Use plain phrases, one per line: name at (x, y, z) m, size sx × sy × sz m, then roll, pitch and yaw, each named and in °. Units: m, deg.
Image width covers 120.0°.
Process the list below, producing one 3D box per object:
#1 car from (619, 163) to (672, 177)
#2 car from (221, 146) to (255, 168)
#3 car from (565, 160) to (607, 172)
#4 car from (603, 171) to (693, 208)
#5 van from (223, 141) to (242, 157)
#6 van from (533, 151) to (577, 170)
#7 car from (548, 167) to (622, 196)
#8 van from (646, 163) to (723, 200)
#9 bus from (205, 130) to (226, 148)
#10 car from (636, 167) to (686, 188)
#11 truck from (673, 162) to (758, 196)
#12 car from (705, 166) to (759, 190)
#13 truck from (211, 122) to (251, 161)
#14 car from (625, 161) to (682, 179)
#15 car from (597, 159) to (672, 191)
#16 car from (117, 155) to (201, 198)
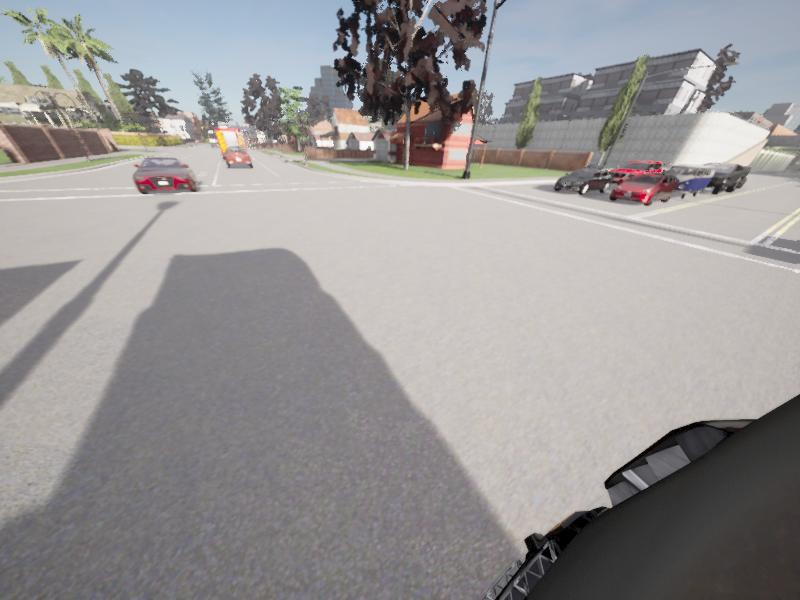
car at (37.153, -19.825, 35.117) m, size 2.128 × 1.511 × 4.902 m, roll -16°, pitch 38°, yaw -26°
car at (-16.127, -14.239, 22.949) m, size 2.152 × 1.651 × 5.027 m, roll -17°, pitch 38°, yaw -27°
car at (32.906, -23.899, 41.096) m, size 2.033 × 1.411 × 5.357 m, roll -16°, pitch 38°, yaw -26°
car at (14.555, -6.618, 13.596) m, size 4.514 × 1.525 × 2.007 m, roll -16°, pitch 38°, yaw -26°
van at (-27.359, -24.676, 37.639) m, size 1.775 × 1.987 × 4.442 m, roll -19°, pitch 39°, yaw -29°
van at (27.986, -25.347, 41.914) m, size 1.988 × 2.561 × 5.915 m, roll -16°, pitch 38°, yaw -26°
car at (13.000, -8.388, 16.197) m, size 4.892 × 1.490 × 1.837 m, roll -16°, pitch 38°, yaw -26°
van at (19.841, -8.329, 16.127) m, size 4.442 × 1.987 × 1.775 m, roll -16°, pitch 38°, yaw -26°
bus at (-59.494, -52.119, 74.891) m, size 3.944 × 4.253 × 10.273 m, roll -17°, pitch 38°, yaw -27°
car at (25.417, -11.987, 22.498) m, size 3.806 × 1.475 × 1.970 m, roll -17°, pitch 38°, yaw -26°
truck at (26.269, -10.169, 19.242) m, size 6.274 × 2.098 × 2.390 m, roll -15°, pitch 37°, yaw -25°
car at (32.528, -12.014, 22.647) m, size 3.866 × 1.878 × 1.905 m, roll -17°, pitch 38°, yaw -27°
truck at (-22.535, -21.144, 30.959) m, size 2.891 × 3.827 × 8.468 m, roll -17°, pitch 38°, yaw -27°
car at (35.009, -18.152, 32.117) m, size 1.932 × 1.855 × 4.605 m, roll -13°, pitch 36°, yaw -24°
car at (19.638, -10.499, 19.339) m, size 5.566 × 2.045 × 2.150 m, roll -16°, pitch 38°, yaw -26°
car at (-11.264, -6.099, 11.193) m, size 1.994 × 1.385 × 4.181 m, roll -19°, pitch 39°, yaw -29°
